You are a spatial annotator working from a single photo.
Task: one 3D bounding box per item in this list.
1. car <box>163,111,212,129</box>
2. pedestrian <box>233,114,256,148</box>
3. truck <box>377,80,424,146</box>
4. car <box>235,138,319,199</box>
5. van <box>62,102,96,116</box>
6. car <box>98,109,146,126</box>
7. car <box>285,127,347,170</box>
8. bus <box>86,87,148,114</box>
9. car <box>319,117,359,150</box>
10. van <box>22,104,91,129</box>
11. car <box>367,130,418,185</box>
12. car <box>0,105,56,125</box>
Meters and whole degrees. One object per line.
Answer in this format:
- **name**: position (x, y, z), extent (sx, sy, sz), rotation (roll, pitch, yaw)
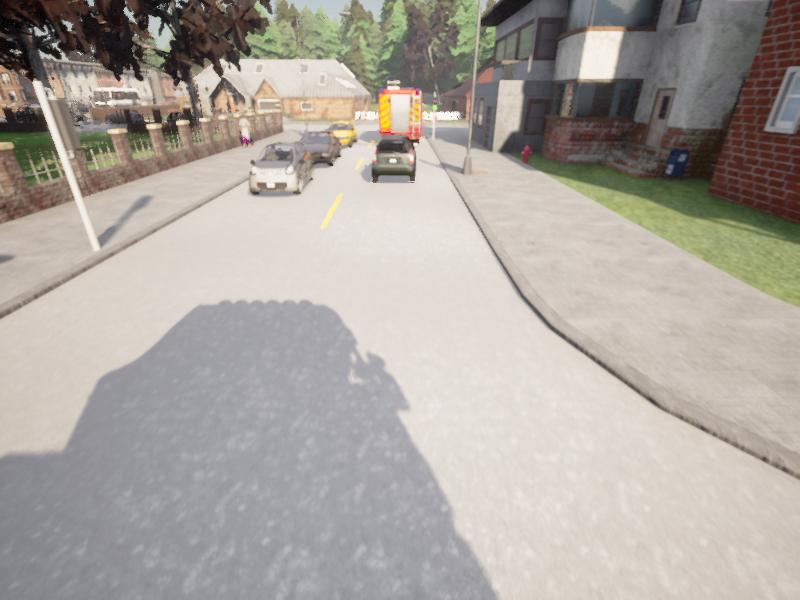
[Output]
- **car**: position (-21.029, -17.929, 39.768), extent (3.633, 1.501, 1.845), rotation (0, 27, 0)
- **pedestrian**: position (-9.350, -10.186, 24.109), extent (0.751, 1.860, 0.751), rotation (0, 27, 0)
- **truck**: position (0.025, -13.979, 29.683), extent (2.891, 3.827, 8.468), rotation (0, 27, 0)
- **car**: position (-4.164, -4.759, 14.208), extent (1.845, 1.501, 3.633), rotation (-1, 27, -2)
- **van**: position (-53.286, -31.750, 66.486), extent (1.775, 1.987, 4.442), rotation (0, 27, 0)
- **car**: position (-30.023, -19.779, 43.319), extent (3.633, 1.501, 1.845), rotation (0, 27, 0)
- **car**: position (-4.049, -7.762, 20.209), extent (2.033, 1.411, 5.357), rotation (0, 27, -1)
- **bus**: position (-53.134, -37.781, 75.749), extent (3.944, 4.253, 10.273), rotation (0, 27, 0)
- **car**: position (-3.918, -11.204, 26.711), extent (1.801, 1.575, 5.366), rotation (0, 27, 1)
- **van**: position (-33.944, -18.205, 39.651), extent (4.480, 2.038, 2.069), rotation (1, 27, -1)
- **car**: position (-0.183, -6.011, 16.588), extent (1.851, 1.617, 3.988), rotation (1, 27, 2)
- **car**: position (-40.137, -19.931, 43.160), extent (3.866, 1.878, 1.905), rotation (0, 27, -1)
